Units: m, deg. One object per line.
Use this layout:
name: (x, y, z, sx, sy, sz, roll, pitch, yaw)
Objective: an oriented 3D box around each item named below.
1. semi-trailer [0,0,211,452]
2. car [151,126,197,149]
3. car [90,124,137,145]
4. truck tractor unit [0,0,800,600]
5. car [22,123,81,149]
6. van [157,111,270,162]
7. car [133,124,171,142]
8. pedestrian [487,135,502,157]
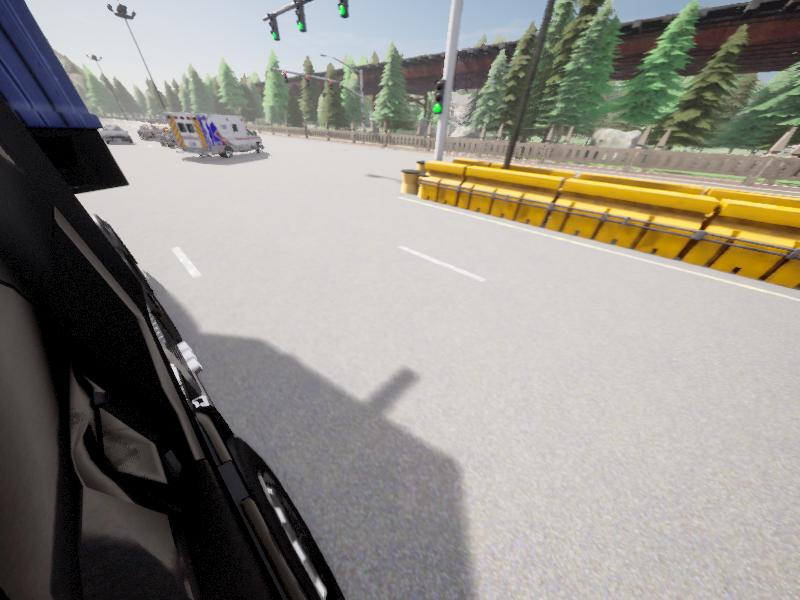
semi-trailer: (-10.069, -1.720, 1.612, 14.254, 4.402, 2.717, 5, 36, 3)
car: (-20.700, -14.909, 21.151, 3.806, 1.475, 1.970, 29, 44, 31)
car: (-27.096, -15.681, 21.848, 5.357, 1.411, 2.033, 29, 44, 31)
truck tractor unit: (-2.645, -0.295, 0.352, 6.516, 4.208, 3.053, 28, 44, 30)
car: (-27.157, -12.907, 18.134, 4.181, 1.385, 1.994, 29, 44, 31)
van: (-12.851, -11.943, 16.871, 2.351, 2.431, 6.366, 7, 37, 5)
car: (-28.079, -18.908, 26.145, 4.181, 1.385, 1.994, 28, 43, 30)
pedestrian: (9.712, -15.879, 23.802, 0.751, 1.860, 0.751, 29, 44, 31)
